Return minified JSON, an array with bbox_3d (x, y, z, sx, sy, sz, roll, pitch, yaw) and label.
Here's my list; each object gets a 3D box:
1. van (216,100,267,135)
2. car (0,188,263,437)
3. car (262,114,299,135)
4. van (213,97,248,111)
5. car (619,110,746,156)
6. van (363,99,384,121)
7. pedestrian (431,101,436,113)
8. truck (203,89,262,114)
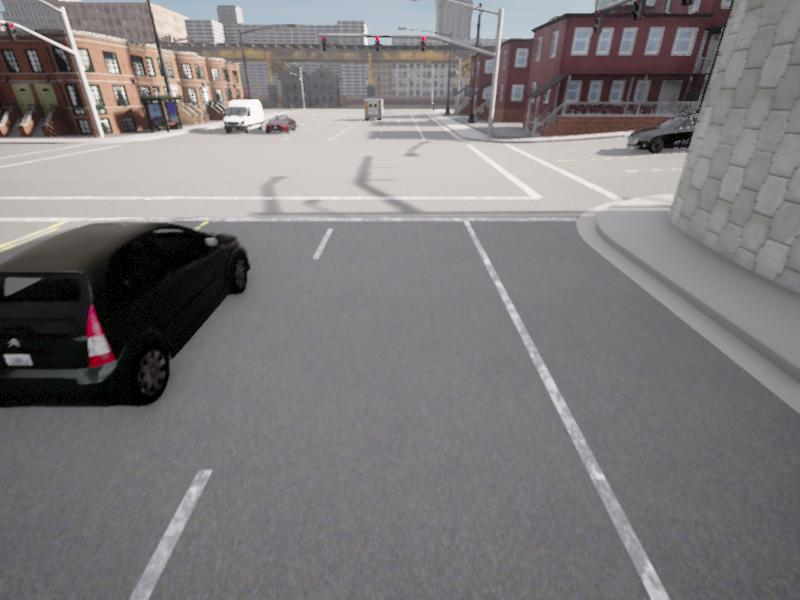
[{"bbox_3d":[-13.946,-16.446,35.767,1.988,2.561,5.915,0,27,0],"label":"van"},{"bbox_3d":[-3.510,-0.273,5.379,1.851,1.617,3.988,0,27,0],"label":"car"},{"bbox_3d":[-10.442,-15.525,35.260,1.994,1.385,4.181,0,27,0],"label":"car"},{"bbox_3d":[-34.093,-39.440,80.418,5.915,2.561,1.988,5,28,9],"label":"van"},{"bbox_3d":[14.615,-8.797,20.985,4.856,1.649,2.033,-4,27,2],"label":"car"},{"bbox_3d":[-3.409,-25.454,53.402,2.351,2.431,6.366,0,27,0],"label":"van"},{"bbox_3d":[6.085,-34.576,71.696,0.751,1.860,0.751,0,27,-1],"label":"pedestrian"},{"bbox_3d":[-29.237,-34.901,70.200,8.468,3.827,2.891,0,27,0],"label":"truck"}]
